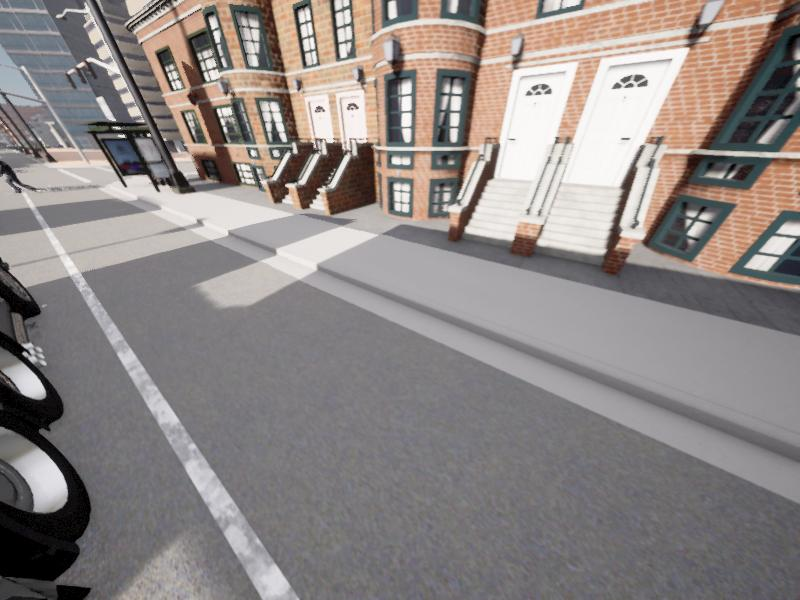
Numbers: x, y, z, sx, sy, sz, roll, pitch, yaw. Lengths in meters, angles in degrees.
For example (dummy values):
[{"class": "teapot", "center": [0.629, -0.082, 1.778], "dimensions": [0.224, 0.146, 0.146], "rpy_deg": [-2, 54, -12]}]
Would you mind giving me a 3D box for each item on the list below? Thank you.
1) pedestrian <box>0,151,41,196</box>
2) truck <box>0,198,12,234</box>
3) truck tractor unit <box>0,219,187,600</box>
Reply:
[{"class": "pedestrian", "center": [-19.597, -6.347, 11.596], "dimensions": [0.751, 1.860, 0.751], "rpy_deg": [-25, 42, -31]}, {"class": "truck", "center": [-14.563, -3.215, 6.529], "dimensions": [5.204, 2.467, 2.627], "rpy_deg": [22, 41, 31]}, {"class": "truck tractor unit", "center": [-5.037, -0.365, 0.897], "dimensions": [6.516, 4.208, 3.053], "rpy_deg": [21, 40, 28]}]
